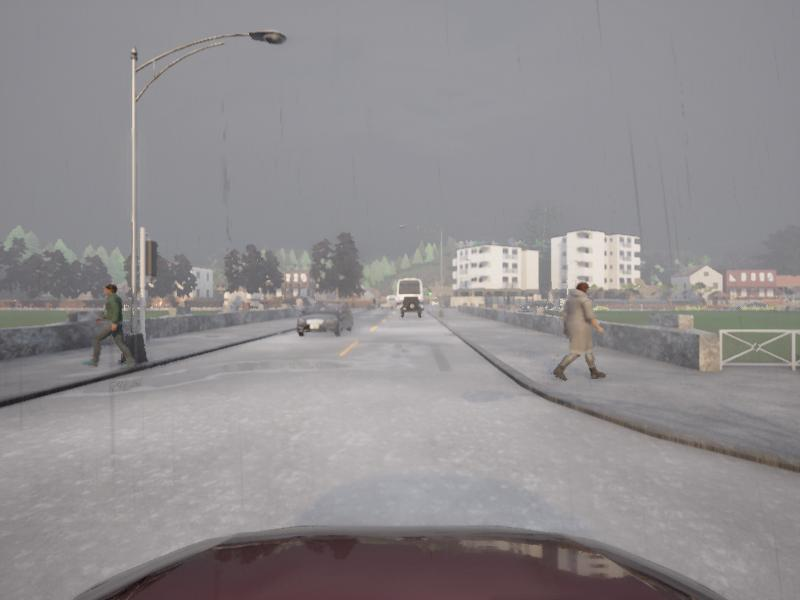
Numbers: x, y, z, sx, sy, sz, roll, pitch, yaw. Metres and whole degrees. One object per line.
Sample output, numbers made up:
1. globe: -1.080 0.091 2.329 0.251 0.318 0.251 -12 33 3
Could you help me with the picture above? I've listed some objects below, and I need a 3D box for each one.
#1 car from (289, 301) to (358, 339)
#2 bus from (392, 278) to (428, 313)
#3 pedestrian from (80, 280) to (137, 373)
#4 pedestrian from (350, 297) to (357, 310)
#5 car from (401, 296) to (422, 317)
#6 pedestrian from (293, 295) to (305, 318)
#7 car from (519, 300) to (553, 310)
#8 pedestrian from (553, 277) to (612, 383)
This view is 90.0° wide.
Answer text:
1. car: -3.384 0.826 18.798 2.128 1.511 4.902 0 0 3
2. bus: 1.584 -0.559 54.800 3.944 4.253 10.273 -1 0 6
3. pedestrian: -6.139 0.528 8.469 0.751 1.860 0.751 0 0 -15
4. pedestrian: -6.375 0.502 55.210 0.751 1.860 0.751 0 0 12
5. car: 1.054 0.621 37.889 1.905 1.878 3.866 0 -1 2
6. pedestrian: -8.290 0.515 32.801 0.751 1.860 0.751 0 0 2
7. car: 21.947 0.807 64.634 4.892 1.490 1.837 0 0 3
8. pedestrian: 3.336 0.520 7.373 0.751 1.860 0.751 0 0 -1
